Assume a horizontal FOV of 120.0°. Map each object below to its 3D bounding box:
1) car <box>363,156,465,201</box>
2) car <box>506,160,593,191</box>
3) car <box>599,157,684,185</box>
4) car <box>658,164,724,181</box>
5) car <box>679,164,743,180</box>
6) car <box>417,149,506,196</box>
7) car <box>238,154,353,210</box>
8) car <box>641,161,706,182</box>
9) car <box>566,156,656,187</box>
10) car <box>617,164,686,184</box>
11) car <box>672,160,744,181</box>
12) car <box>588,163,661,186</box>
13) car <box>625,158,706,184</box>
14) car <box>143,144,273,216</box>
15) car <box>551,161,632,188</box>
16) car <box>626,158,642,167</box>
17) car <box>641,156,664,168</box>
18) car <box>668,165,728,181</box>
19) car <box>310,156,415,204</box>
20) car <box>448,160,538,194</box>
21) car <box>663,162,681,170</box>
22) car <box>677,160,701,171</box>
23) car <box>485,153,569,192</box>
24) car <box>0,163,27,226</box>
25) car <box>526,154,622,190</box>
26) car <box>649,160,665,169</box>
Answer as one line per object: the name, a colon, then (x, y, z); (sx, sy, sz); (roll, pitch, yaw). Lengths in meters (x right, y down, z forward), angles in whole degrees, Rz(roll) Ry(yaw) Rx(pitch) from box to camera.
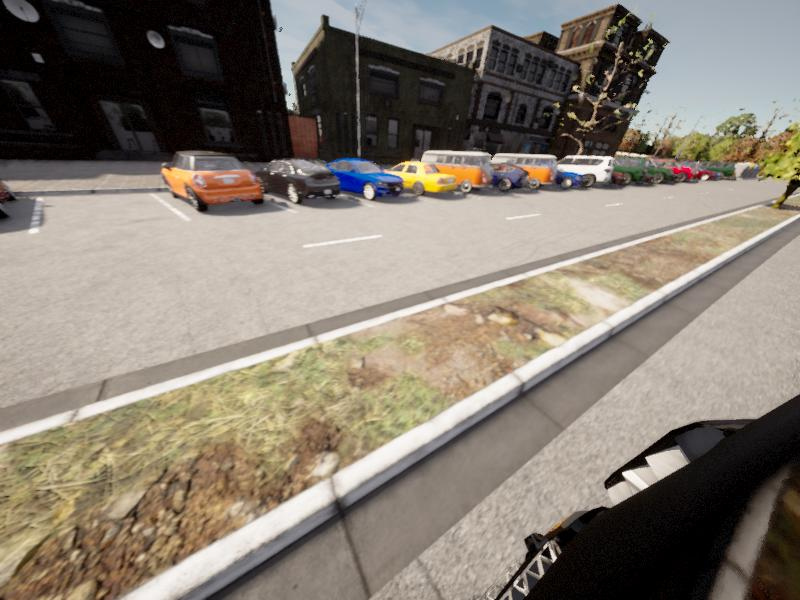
car: (0.533, -6.835, 12.691); (5.366, 1.575, 1.946); (27, 41, 32)
car: (11.235, -9.618, 17.645); (5.008, 1.535, 2.097); (27, 40, 33)
car: (24.458, -13.362, 23.765); (5.566, 2.045, 2.435); (27, 40, 33)
car: (37.639, -16.694, 30.174); (5.008, 1.535, 2.097); (27, 40, 33)
car: (45.476, -18.907, 34.012); (5.366, 1.575, 1.946); (27, 41, 33)
car: (3.413, -7.627, 13.681); (4.442, 1.987, 1.878); (27, 40, 32)
car: (-4.583, -5.306, 10.029); (4.892, 1.521, 2.231); (27, 40, 32)
car: (32.369, -15.372, 27.582); (4.553, 1.767, 2.185); (27, 41, 33)
car: (19.132, -11.961, 21.279); (5.566, 2.045, 2.435); (27, 41, 33)
car: (27.085, -13.834, 25.171); (4.792, 1.488, 2.163); (27, 40, 33)
car: (42.939, -18.332, 32.541); (5.566, 2.045, 2.435); (27, 41, 33)
car: (21.809, -12.417, 22.662); (4.792, 1.488, 2.163); (27, 40, 33)
car: (29.737, -14.778, 26.272); (5.566, 2.045, 2.435); (27, 40, 33)
car: (-7.198, -4.669, 8.654); (4.553, 1.767, 2.185); (26, 40, 31)
car: (16.510, -11.036, 20.154); (5.008, 1.535, 2.097); (27, 40, 33)
car: (52.737, -30.926, 51.945); (2.002, 1.452, 4.674); (29, 41, 32)
car: (54.119, -29.645, 49.623); (2.435, 2.045, 5.566); (29, 41, 32)
car: (40.300, -17.369, 31.445); (4.674, 1.452, 2.002); (27, 40, 33)
car: (-1.961, -6.047, 11.329); (5.008, 1.535, 2.097); (27, 40, 32)
car: (5.929, -8.181, 15.158); (4.792, 1.488, 2.163); (27, 41, 32)
car: (68.341, -33.710, 58.118); (2.231, 1.521, 4.892); (29, 40, 32)
car: (69.773, -32.391, 55.816); (2.435, 2.045, 5.566); (29, 39, 32)
car: (8.695, -9.053, 16.204); (4.442, 1.987, 1.878); (27, 40, 33)
car: (-12.448, -3.075, 6.107); (5.008, 1.535, 2.097); (26, 40, 31)
car: (13.859, -10.544, 18.771); (5.566, 2.045, 2.435); (27, 41, 33)
car: (66.916, -35.347, 60.214); (2.185, 1.767, 4.553); (29, 39, 32)
